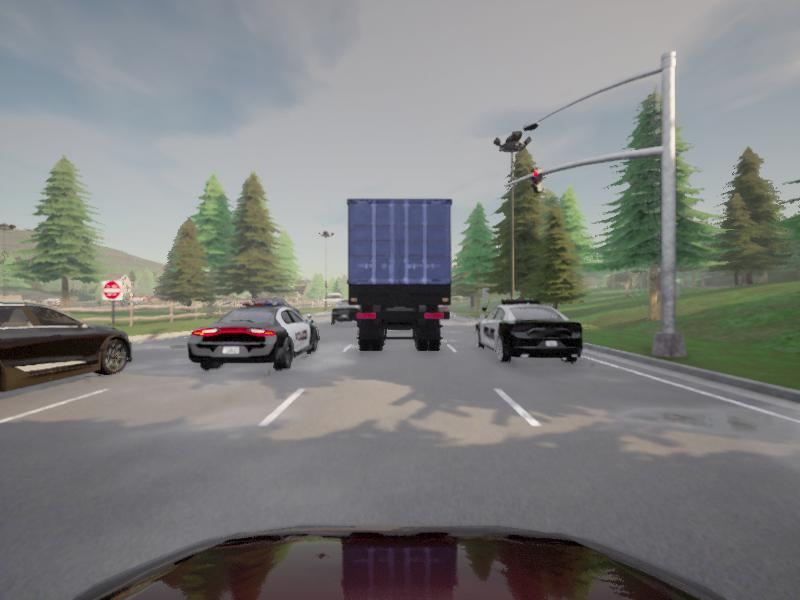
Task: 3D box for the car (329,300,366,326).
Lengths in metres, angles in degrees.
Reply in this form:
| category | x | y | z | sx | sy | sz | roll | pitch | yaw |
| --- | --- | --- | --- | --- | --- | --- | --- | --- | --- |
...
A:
| category | x | y | z | sx | sy | sz | roll | pitch | yaw |
| --- | --- | --- | --- | --- | --- | --- | --- | --- | --- |
| car | -3.542 | 0.825 | 28.080 | 1.930 | 1.638 | 5.238 | 0 | 0 | 0 |

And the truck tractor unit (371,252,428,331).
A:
| category | x | y | z | sx | sy | sz | roll | pitch | yaw |
| --- | --- | --- | --- | --- | --- | --- | --- | --- | --- |
| truck tractor unit | -0.028 | -0.480 | 24.657 | 3.053 | 4.208 | 6.516 | 0 | 0 | 0 |

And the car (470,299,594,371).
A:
| category | x | y | z | sx | sy | sz | roll | pitch | yaw |
| --- | --- | --- | --- | --- | --- | --- | --- | --- | --- |
| car | 3.485 | 0.794 | 11.793 | 1.930 | 1.638 | 5.238 | 0 | 0 | 0 |

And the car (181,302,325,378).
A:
| category | x | y | z | sx | sy | sz | roll | pitch | yaw |
| --- | --- | --- | --- | --- | --- | --- | --- | --- | --- |
| car | -3.516 | 0.848 | 10.771 | 2.038 | 1.542 | 4.974 | 0 | 0 | 0 |

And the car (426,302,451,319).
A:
| category | x | y | z | sx | sy | sz | roll | pitch | yaw |
| --- | --- | --- | --- | --- | --- | --- | --- | --- | --- |
| car | 3.445 | 0.940 | 36.710 | 1.812 | 1.442 | 4.674 | 0 | 0 | 0 |

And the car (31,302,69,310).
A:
| category | x | y | z | sx | sy | sz | roll | pitch | yaw |
| --- | --- | --- | --- | --- | --- | --- | --- | --- | --- |
| car | -61.180 | 1.022 | 70.016 | 2.033 | 1.411 | 5.357 | 0 | 0 | 0 |

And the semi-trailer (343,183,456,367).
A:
| category | x | y | z | sx | sy | sz | roll | pitch | yaw |
| --- | --- | --- | --- | --- | --- | --- | --- | --- | --- |
| semi-trailer | -0.020 | -0.588 | 16.739 | 2.717 | 4.402 | 14.254 | 0 | 0 | 0 |

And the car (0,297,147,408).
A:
| category | x | y | z | sx | sy | sz | roll | pitch | yaw |
| --- | --- | --- | --- | --- | --- | --- | --- | --- | --- |
| car | -7.008 | 0.791 | 7.035 | 2.033 | 1.649 | 4.856 | 0 | 0 | 0 |

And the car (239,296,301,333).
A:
| category | x | y | z | sx | sy | sz | roll | pitch | yaw |
| --- | --- | --- | --- | --- | --- | --- | --- | --- | --- |
| car | -7.034 | 0.698 | 22.211 | 1.932 | 1.855 | 4.605 | 0 | 0 | 0 |
